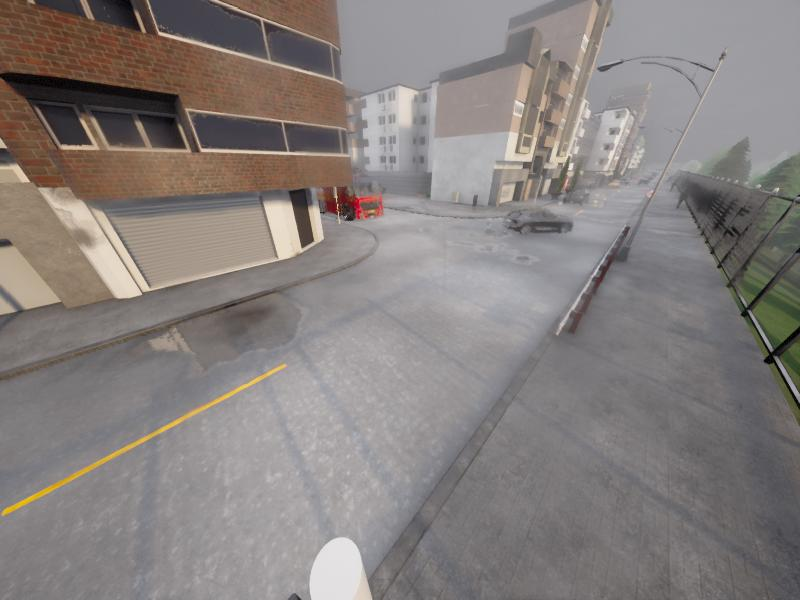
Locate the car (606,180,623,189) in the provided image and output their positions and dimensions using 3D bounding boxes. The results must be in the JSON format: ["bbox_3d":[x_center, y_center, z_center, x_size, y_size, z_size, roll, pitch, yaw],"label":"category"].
[{"bbox_3d":[46.945,-25.353,50.585,5.366,1.575,1.801,-27,39,-38],"label":"car"}]

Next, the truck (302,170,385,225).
[{"bbox_3d":[-5.321,-9.744,21.265,2.891,3.827,8.468,-27,39,-38],"label":"truck"}]

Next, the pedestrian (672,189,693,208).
[{"bbox_3d":[30.978,-11.132,25.380,0.751,1.860,0.751,26,39,38],"label":"pedestrian"}]

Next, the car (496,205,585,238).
[{"bbox_3d":[9.701,-5.598,16.282,4.856,1.649,2.033,-4,31,-7],"label":"car"}]

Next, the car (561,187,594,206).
[{"bbox_3d":[22.786,-13.386,29.605,4.553,1.767,2.097,-27,39,-38],"label":"car"}]

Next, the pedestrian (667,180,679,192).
[{"bbox_3d":[49.989,-20.870,42.245,0.751,1.860,0.751,25,39,37],"label":"pedestrian"}]
